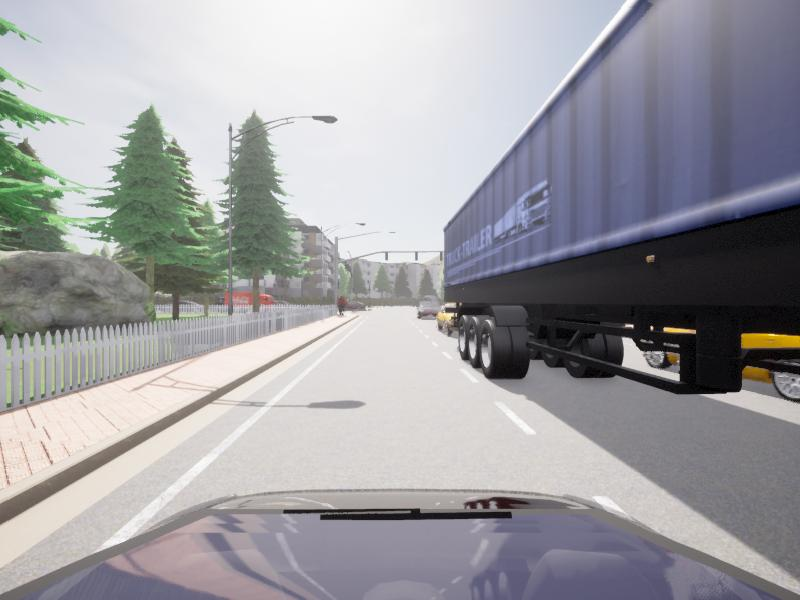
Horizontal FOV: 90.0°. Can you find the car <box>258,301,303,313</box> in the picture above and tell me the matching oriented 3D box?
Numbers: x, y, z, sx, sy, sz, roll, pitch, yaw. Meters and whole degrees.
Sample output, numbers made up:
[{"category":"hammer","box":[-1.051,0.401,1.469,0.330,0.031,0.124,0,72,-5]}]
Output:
[{"category":"car","box":[-14.752,0.836,49.654,4.902,1.511,2.128,0,0,0]}]

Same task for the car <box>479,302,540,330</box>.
[{"category":"car","box":[6.233,0.851,23.454,2.163,1.488,4.792,0,0,-2]}]

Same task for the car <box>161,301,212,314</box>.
[{"category":"car","box":[-24.545,0.845,46.090,4.892,1.490,1.837,0,0,0]}]

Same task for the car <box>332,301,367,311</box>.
[{"category":"car","box":[-7.113,0.869,56.702,4.674,1.442,1.812,0,0,0]}]

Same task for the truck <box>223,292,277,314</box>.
[{"category":"truck","box":[-17.188,0.357,46.139,5.204,2.467,2.627,0,0,0]}]

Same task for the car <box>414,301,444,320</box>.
[{"category":"car","box":[2.395,0.851,34.307,2.163,1.488,4.792,0,0,-1]}]

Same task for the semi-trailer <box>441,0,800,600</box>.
[{"category":"semi-trailer","box":[3.062,-0.618,6.799,2.717,4.402,14.254,0,0,-2]}]

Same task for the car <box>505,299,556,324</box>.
[{"category":"car","box":[9.528,0.778,29.605,2.033,1.649,4.856,0,0,-2]}]

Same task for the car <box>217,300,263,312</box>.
[{"category":"car","box":[-21.206,0.801,53.111,5.366,1.575,1.801,0,0,0]}]

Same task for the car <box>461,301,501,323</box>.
[{"category":"car","box":[6.005,0.823,30.287,1.882,1.535,5.008,0,0,-2]}]

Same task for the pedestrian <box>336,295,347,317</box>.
[{"category":"pedestrian","box":[-5.022,0.487,34.307,0.751,1.860,0.751,0,0,4]}]

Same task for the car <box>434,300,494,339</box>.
[{"category":"car","box":[2.859,0.801,19.083,1.801,1.575,5.366,0,0,-2]}]

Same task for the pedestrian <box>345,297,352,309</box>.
[{"category":"pedestrian","box":[-8.063,0.490,62.771,0.751,1.860,0.751,0,0,20]}]

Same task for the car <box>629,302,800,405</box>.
[{"category":"car","box":[6.912,0.823,7.695,1.882,1.535,5.008,0,0,-4]}]
